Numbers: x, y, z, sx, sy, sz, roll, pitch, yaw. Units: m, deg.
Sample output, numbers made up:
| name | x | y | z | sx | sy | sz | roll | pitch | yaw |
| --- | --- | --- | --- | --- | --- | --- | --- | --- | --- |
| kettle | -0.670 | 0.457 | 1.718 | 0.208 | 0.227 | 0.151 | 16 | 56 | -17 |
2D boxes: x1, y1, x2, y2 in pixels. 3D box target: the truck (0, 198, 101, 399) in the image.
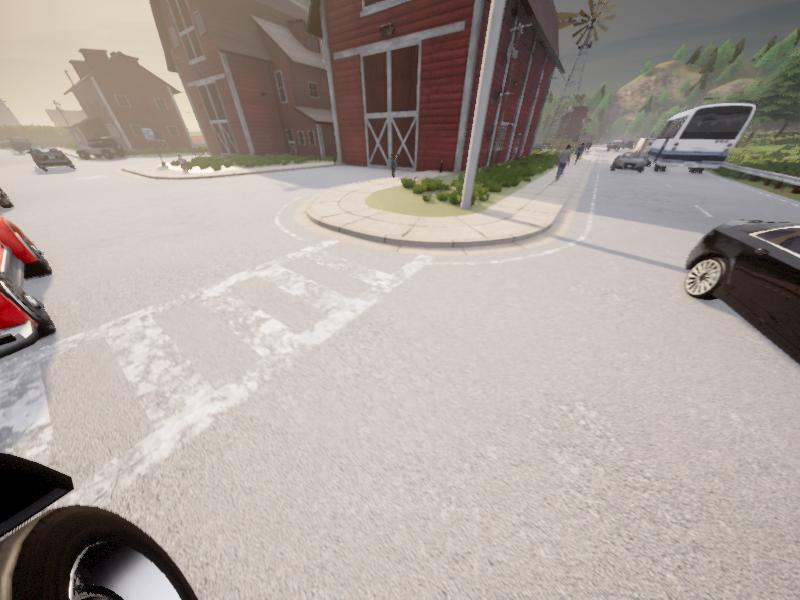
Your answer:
| name | x | y | z | sx | sy | sz | roll | pitch | yaw |
| --- | --- | --- | --- | --- | --- | --- | --- | --- | --- |
| truck | -6.607 | -0.573 | 2.501 | 5.204 | 2.467 | 2.627 | 22 | 41 | 28 |

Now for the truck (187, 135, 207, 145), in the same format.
| name | x | y | z | sx | sy | sz | roll | pitch | yaw |
| --- | --- | --- | --- | --- | --- | --- | --- | --- | --- |
| truck | -63.839 | -50.298 | 72.620 | 5.204 | 2.467 | 2.627 | 23 | 41 | 29 |

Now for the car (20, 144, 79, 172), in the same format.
| name | x | y | z | sx | sy | sz | roll | pitch | yaw |
| --- | --- | --- | --- | --- | --- | --- | --- | --- | --- |
| car | -27.723 | -11.292 | 18.264 | 3.705 | 1.549 | 1.789 | 23 | 42 | 27 |

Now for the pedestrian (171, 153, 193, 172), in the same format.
| name | x | y | z | sx | sy | sz | roll | pitch | yaw |
| --- | --- | --- | --- | --- | --- | --- | --- | --- | --- |
| pedestrian | -15.041 | -9.487 | 15.964 | 0.500 | 1.100 | 0.500 | 6 | 36 | 8 |

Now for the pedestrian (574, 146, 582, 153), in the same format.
| name | x | y | z | sx | sy | sz | roll | pitch | yaw |
| --- | --- | --- | --- | --- | --- | --- | --- | --- | --- |
| pedestrian | 31.223 | -26.397 | 40.493 | 0.500 | 1.100 | 0.500 | -19 | 40 | -25 |

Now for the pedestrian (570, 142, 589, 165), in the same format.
| name | x | y | z | sx | sy | sz | roll | pitch | yaw |
| --- | --- | --- | --- | --- | --- | --- | --- | --- | --- |
| pedestrian | 17.389 | -14.225 | 22.404 | 0.751 | 1.860 | 0.751 | 24 | 41 | 30 |

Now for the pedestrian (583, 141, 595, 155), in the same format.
| name | x | y | z | sx | sy | sz | roll | pitch | yaw |
| --- | --- | --- | --- | --- | --- | --- | --- | --- | --- |
| pedestrian | 30.115 | -24.247 | 36.767 | 0.751 | 1.860 | 0.751 | 18 | 39 | 23 |

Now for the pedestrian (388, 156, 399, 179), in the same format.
| name | x | y | z | sx | sy | sz | roll | pitch | yaw |
| --- | --- | --- | --- | --- | --- | --- | --- | --- | --- |
| pedestrian | -0.346 | -7.567 | 13.175 | 0.500 | 1.100 | 0.500 | 11 | 36 | 14 |

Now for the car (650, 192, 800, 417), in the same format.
| name | x | y | z | sx | sy | sz | roll | pitch | yaw |
| --- | --- | --- | --- | --- | --- | --- | --- | --- | --- |
| car | 5.395 | 0.239 | 2.335 | 2.128 | 1.511 | 4.902 | 14 | 37 | 18 |

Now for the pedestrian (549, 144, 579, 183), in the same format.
| name | x | y | z | sx | sy | sz | roll | pitch | yaw |
| --- | --- | --- | --- | --- | --- | --- | --- | --- | --- |
| pedestrian | 9.429 | -7.909 | 13.351 | 0.751 | 1.860 | 0.751 | 24 | 41 | 29 |

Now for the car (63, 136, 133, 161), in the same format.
| name | x | y | z | sx | sy | sz | roll | pitch | yaw |
| --- | --- | --- | --- | --- | --- | --- | --- | --- | --- |
| car | -32.433 | -16.394 | 24.948 | 3.866 | 1.878 | 1.905 | -5 | 41 | -5 |

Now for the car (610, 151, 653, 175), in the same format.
| name | x | y | z | sx | sy | sz | roll | pitch | yaw |
| --- | --- | --- | --- | --- | --- | --- | --- | --- | --- |
| car | 19.392 | -11.694 | 19.561 | 1.994 | 1.385 | 4.181 | 23 | 41 | 29 |

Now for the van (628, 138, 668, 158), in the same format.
| name | x | y | z | sx | sy | sz | roll | pitch | yaw |
| --- | --- | --- | --- | --- | --- | --- | --- | --- | --- |
| van | 37.949 | -23.485 | 35.577 | 2.351 | 2.431 | 6.366 | 19 | 39 | 25 |

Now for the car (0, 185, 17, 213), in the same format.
| name | x | y | z | sx | sy | sz | roll | pitch | yaw |
| --- | --- | --- | --- | --- | --- | --- | --- | --- | --- |
| car | -16.083 | -3.984 | 8.208 | 4.181 | 1.385 | 1.994 | 22 | 40 | 27 |

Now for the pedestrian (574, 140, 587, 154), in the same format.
| name | x | y | z | sx | sy | sz | roll | pitch | yaw |
| --- | --- | --- | --- | --- | --- | --- | --- | --- | --- |
| pedestrian | 29.487 | -24.961 | 37.776 | 0.751 | 1.860 | 0.751 | -1 | 35 | -2 |

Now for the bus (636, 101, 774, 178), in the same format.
| name | x | y | z | sx | sy | sz | roll | pitch | yaw |
| --- | --- | --- | --- | --- | --- | --- | --- | --- | --- |
| bus | 24.640 | -13.678 | 19.925 | 3.944 | 4.253 | 10.273 | 23 | 41 | 29 |

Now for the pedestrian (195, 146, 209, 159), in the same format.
| name | x | y | z | sx | sy | sz | roll | pitch | yaw |
| --- | --- | --- | --- | --- | --- | --- | --- | --- | --- |
| pedestrian | -20.224 | -15.099 | 23.632 | 0.500 | 1.100 | 0.500 | 9 | 36 | 12 |

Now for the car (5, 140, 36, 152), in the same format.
| name | x | y | z | sx | sy | sz | roll | pitch | yaw |
| --- | --- | --- | --- | --- | --- | --- | --- | --- | --- |
| car | -64.034 | -26.068 | 39.009 | 4.792 | 1.488 | 2.163 | 22 | 41 | 28 |

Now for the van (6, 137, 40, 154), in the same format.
| name | x | y | z | sx | sy | sz | roll | pitch | yaw |
| --- | --- | --- | --- | --- | --- | --- | --- | --- | --- |
| van | -55.643 | -22.851 | 34.083 | 4.442 | 1.987 | 1.775 | 22 | 41 | 28 |
